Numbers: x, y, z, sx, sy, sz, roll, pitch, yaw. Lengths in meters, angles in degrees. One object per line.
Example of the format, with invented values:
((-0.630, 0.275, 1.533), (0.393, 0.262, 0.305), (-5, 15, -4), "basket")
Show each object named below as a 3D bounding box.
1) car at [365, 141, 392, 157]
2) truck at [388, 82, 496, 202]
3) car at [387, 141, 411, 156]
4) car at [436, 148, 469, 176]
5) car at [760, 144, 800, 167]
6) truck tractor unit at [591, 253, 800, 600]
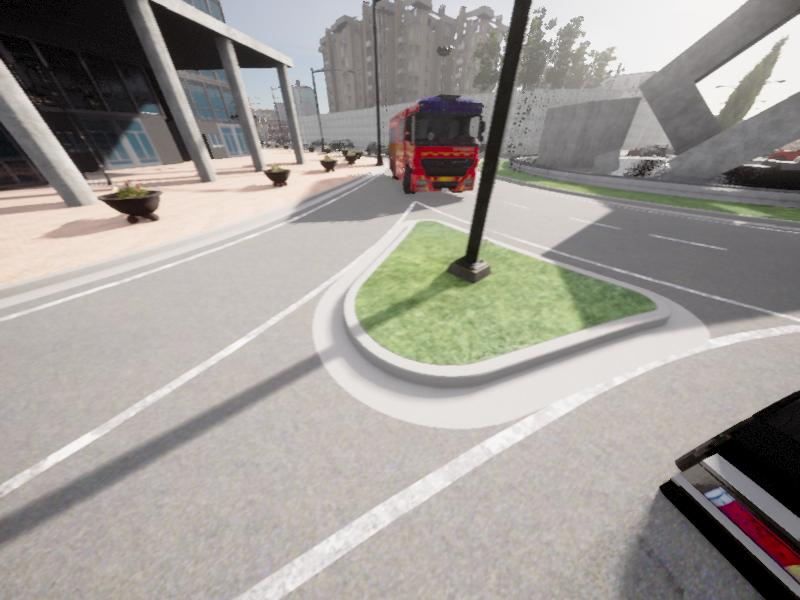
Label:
((-3.248, -22.678, 34.598), (1.932, 1.855, 4.605), (-20, 40, -27), "car")
((1.292, -8.324, 12.521), (2.891, 3.827, 8.468), (-5, 35, -8), "truck")
((-0.255, -23.675, 36.049), (1.905, 1.878, 3.866), (-21, 40, -27), "car")
((4.104, -11.355, 18.831), (1.801, 1.575, 5.366), (3, 35, 3), "car")
((45.262, -15.806, 25.345), (2.150, 2.045, 5.566), (-10, 37, -16), "car")
((5.289, -0.062, 0.451), (6.516, 4.208, 3.053), (-10, 36, -14), "truck tractor unit")
